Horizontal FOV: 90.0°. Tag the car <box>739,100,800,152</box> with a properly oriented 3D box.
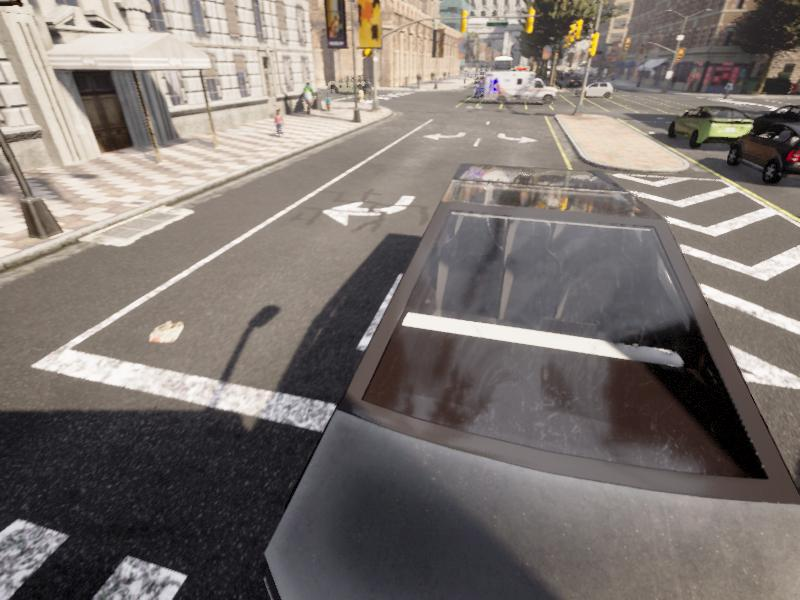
[{"bbox_3d":[17.124,-7.627,17.438,1.851,1.617,3.988,8,31,12],"label":"car"}]

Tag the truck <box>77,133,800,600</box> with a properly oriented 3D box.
[{"bbox_3d":[1.179,0.024,3.836,2.390,2.098,6.274,8,31,12],"label":"truck"}]

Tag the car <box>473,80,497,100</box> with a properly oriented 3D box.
[{"bbox_3d":[8.812,-21.690,41.234,1.882,1.535,5.008,8,31,12],"label":"car"}]

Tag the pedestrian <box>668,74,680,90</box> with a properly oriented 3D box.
[{"bbox_3d":[36.365,-28.918,53.091,0.751,1.860,0.751,10,32,16],"label":"pedestrian"}]

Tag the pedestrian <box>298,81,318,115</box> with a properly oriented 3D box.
[{"bbox_3d":[-5.804,-12.810,25.381,0.751,1.860,0.751,11,32,18],"label":"pedestrian"}]

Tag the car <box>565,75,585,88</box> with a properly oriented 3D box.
[{"bbox_3d":[26.774,-33.520,61.398,2.038,1.542,4.974,8,31,12],"label":"car"}]

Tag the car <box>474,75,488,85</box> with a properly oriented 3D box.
[{"bbox_3d":[14.146,-38.564,70.089,1.895,1.301,4.718,8,31,12],"label":"car"}]

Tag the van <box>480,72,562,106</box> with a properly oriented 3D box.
[{"bbox_3d":[10.361,-18.337,34.696,6.366,2.431,2.351,8,31,12],"label":"van"}]

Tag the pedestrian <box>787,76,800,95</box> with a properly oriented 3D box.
[{"bbox_3d":[44.853,-24.217,45.217,0.751,1.860,0.751,8,31,13],"label":"pedestrian"}]

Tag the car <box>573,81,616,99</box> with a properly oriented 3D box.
[{"bbox_3d":[20.386,-22.121,42.089,3.633,1.501,1.845,8,31,12],"label":"car"}]

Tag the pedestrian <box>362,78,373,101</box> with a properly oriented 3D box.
[{"bbox_3d":[-2.971,-19.460,36.972,0.751,1.860,0.751,10,32,16],"label":"pedestrian"}]

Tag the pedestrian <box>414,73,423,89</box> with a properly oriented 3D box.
[{"bbox_3d":[2.376,-28.145,51.433,0.751,1.860,0.751,14,33,21],"label":"pedestrian"}]

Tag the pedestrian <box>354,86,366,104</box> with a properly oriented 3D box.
[{"bbox_3d":[-3.413,-17.739,34.602,0.751,1.300,0.751,9,32,14],"label":"pedestrian"}]

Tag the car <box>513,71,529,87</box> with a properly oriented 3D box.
[{"bbox_3d":[19.110,-34.924,63.255,2.150,2.045,5.566,8,31,12],"label":"car"}]

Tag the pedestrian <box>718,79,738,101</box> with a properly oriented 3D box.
[{"bbox_3d":[32.233,-20.642,39.333,0.751,1.860,0.751,8,32,13],"label":"pedestrian"}]

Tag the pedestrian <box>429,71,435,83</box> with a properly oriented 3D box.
[{"bbox_3d":[5.438,-38.207,68.503,0.751,1.860,0.751,7,31,12],"label":"pedestrian"}]

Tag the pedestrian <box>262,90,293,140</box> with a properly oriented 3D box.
[{"bbox_3d":[-5.187,-7.838,16.970,0.751,1.860,0.751,6,31,9],"label":"pedestrian"}]

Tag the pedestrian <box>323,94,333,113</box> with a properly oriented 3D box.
[{"bbox_3d":[-4.783,-13.152,26.720,0.500,1.100,0.500,2,31,2],"label":"pedestrian"}]

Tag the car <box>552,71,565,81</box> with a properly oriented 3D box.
[{"bbox_3d":[34.754,-49.208,87.763,1.932,1.855,4.605,8,31,12],"label":"car"}]

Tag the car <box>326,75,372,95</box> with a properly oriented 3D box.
[{"bbox_3d":[-5.663,-23.906,44.498,4.605,1.855,1.932,8,31,13],"label":"car"}]

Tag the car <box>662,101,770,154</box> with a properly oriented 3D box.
[{"bbox_3d":[13.537,-7.675,17.560,2.007,1.525,4.514,8,31,12],"label":"car"}]

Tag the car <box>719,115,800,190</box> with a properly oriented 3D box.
[{"bbox_3d":[11.981,-4.650,12.396,1.789,1.549,3.705,8,31,12],"label":"car"}]

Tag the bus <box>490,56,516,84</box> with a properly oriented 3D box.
[{"bbox_3d":[19.854,-44.147,76.696,3.944,4.253,10.273,8,31,12],"label":"bus"}]
